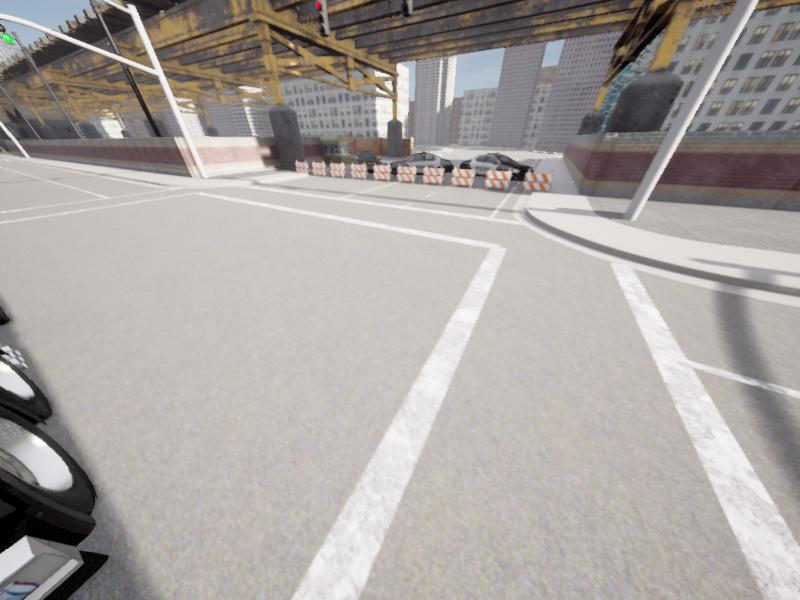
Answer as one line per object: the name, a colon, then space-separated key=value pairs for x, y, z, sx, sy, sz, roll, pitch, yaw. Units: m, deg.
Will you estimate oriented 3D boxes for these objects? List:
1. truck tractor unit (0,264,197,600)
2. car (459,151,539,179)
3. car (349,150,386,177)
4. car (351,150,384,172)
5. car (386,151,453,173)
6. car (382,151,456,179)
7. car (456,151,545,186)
truck tractor unit: x=-5.118 y=-0.290 z=0.783 sx=6.516 sy=4.208 sz=3.053 roll=18 pitch=39 yaw=24
car: x=6.282 y=-8.990 z=15.224 sx=1.853 sy=1.218 sz=4.536 roll=-20 pitch=39 yaw=-25
car: x=-2.731 y=-11.239 z=18.830 sx=2.038 sy=1.542 sz=4.974 roll=-10 pitch=36 yaw=-13
car: x=-2.747 y=-11.396 z=18.781 sx=1.853 sy=1.218 sz=4.536 roll=-10 pitch=36 yaw=-13
car: x=1.317 y=-10.083 z=16.849 sx=4.536 sy=1.218 sz=1.853 roll=-4 pitch=35 yaw=-5
car: x=1.267 y=-9.950 z=16.934 sx=4.974 sy=1.542 sz=2.038 roll=-4 pitch=35 yaw=-5
car: x=6.310 y=-8.835 z=15.277 sx=2.038 sy=1.542 sz=4.974 roll=-20 pitch=39 yaw=-25
